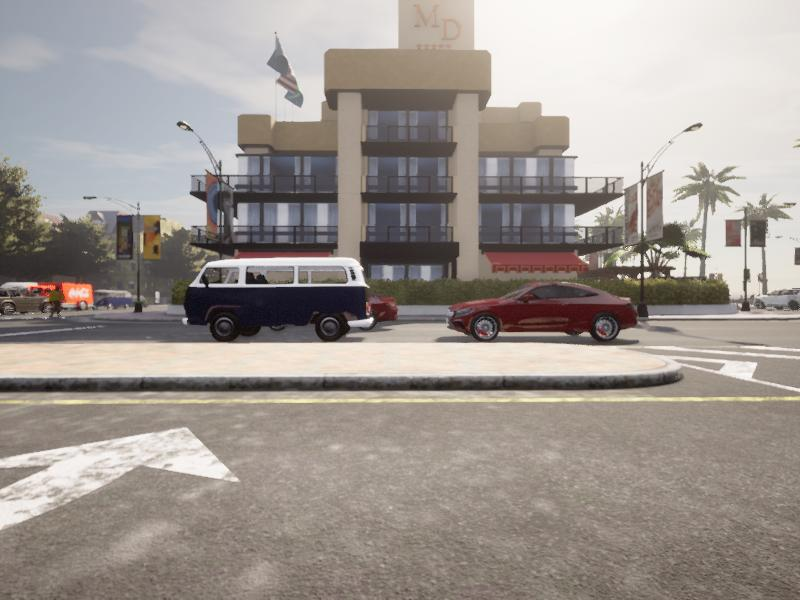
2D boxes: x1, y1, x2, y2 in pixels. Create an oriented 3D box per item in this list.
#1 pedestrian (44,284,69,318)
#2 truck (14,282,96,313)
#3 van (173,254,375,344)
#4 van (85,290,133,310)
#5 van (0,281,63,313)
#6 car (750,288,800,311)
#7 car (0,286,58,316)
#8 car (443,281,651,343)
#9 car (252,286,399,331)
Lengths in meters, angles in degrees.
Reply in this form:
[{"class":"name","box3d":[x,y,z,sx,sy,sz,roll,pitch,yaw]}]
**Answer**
[{"class":"pedestrian","box3d":[-18.915,0.045,22.006,0.751,1.860,0.751,0,0,16]},{"class":"truck","box3d":[-29.478,-0.231,34.447,2.627,2.467,5.204,0,0,-1]},{"class":"van","box3d":[-2.932,-0.027,10.138,4.480,2.038,2.069,0,0,-1]},{"class":"van","box3d":[-29.614,0.011,40.945,1.775,1.987,4.442,0,0,-1]},{"class":"van","box3d":[-33.001,-0.264,35.081,1.988,2.561,5.915,0,0,-2]},{"class":"car","box3d":[36.125,-0.046,37.228,2.150,2.045,5.566,0,0,0]},{"class":"car","box3d":[-25.902,0.064,26.883,1.932,1.855,4.605,0,0,0]},{"class":"car","box3d":[3.537,0.268,10.244,4.674,1.442,1.812,0,0,-1]},{"class":"car","box3d":[-2.373,0.271,13.652,4.674,1.442,1.812,0,0,-1]}]
